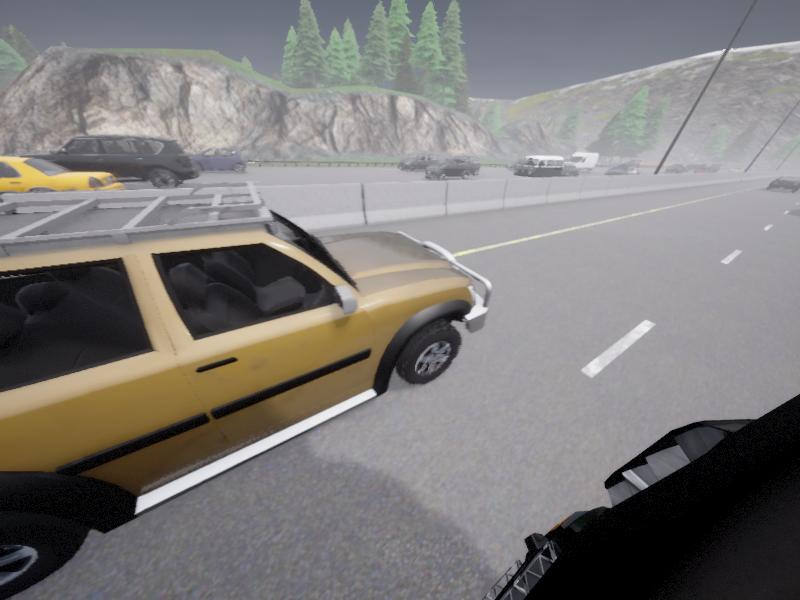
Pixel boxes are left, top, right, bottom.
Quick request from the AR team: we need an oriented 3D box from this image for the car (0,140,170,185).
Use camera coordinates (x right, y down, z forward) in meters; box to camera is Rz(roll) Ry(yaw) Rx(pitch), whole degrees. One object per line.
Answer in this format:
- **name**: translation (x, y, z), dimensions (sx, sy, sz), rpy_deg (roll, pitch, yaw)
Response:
- **car**: translation (-15.514, -6.951, 11.687), dimensions (5.027, 1.651, 2.152), rpy_deg (-17, 38, -27)

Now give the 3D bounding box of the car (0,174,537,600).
- **car**: translation (-1.403, 0.077, 2.021), dimensions (4.605, 1.855, 1.932), rpy_deg (-16, 38, -27)

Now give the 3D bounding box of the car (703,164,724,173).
- **car**: translation (77.062, -32.331, 56.722), dimensions (3.866, 1.878, 1.905), rpy_deg (-17, 38, -27)

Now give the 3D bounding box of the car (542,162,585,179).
- **car**: translation (18.549, -14.716, 26.210), dimensions (4.181, 1.385, 1.994), rpy_deg (-17, 38, -27)

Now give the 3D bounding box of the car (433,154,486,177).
- **car**: translation (5.856, -13.330, 22.871), dimensions (4.611, 1.667, 2.242), rpy_deg (-17, 38, -27)

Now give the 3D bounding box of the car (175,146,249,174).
- **car**: translation (-13.102, -9.897, 16.375), dimensions (3.633, 1.501, 1.845), rpy_deg (-17, 38, -27)

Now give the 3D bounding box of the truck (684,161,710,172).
- **truck**: translation (77.262, -34.740, 60.138), dimensions (6.274, 2.098, 2.390), rpy_deg (-17, 38, -27)

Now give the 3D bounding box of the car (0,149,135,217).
- **car**: translation (-12.084, -3.423, 6.705), dimensions (5.366, 1.575, 1.801), rpy_deg (-17, 38, -27)

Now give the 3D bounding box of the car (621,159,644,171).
- **car**: translation (49.260, -28.591, 48.948), dimensions (3.866, 1.878, 1.905), rpy_deg (-17, 38, -27)

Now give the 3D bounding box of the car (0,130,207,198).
- **car**: translation (-12.219, -5.841, 9.897), dimensions (5.566, 2.045, 2.150), rpy_deg (-17, 38, -27)

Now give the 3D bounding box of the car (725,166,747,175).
- **car**: translation (80.082, -30.823, 54.993), dimensions (5.366, 1.575, 1.801), rpy_deg (-17, 38, -27)

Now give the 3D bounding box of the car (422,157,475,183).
- **car**: translation (3.838, -10.414, 18.450), dimensions (3.705, 1.549, 1.789), rpy_deg (-16, 38, -27)

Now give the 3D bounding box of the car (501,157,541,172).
- **car**: translation (16.780, -18.780, 32.034), dimensions (4.902, 1.511, 2.128), rpy_deg (-17, 38, -27)

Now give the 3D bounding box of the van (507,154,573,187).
- **van**: translation (11.401, -10.598, 18.876), dimensions (4.480, 2.038, 2.069), rpy_deg (-17, 38, -27)

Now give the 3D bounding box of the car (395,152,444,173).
- **car**: translation (2.032, -14.456, 24.260), dimensions (4.611, 1.667, 2.242), rpy_deg (-17, 38, -27)

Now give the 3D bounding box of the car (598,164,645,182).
- **car**: translation (25.157, -14.484, 26.228), dimensions (4.974, 1.542, 2.038), rpy_deg (-17, 38, -27)

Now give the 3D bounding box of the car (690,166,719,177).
- **car**: translation (55.760, -23.556, 42.284), dimensions (4.514, 1.525, 2.007), rpy_deg (-17, 38, -27)

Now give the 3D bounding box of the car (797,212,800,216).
- **car**: translation (24.147, -5.315, 12.321), dimensions (4.856, 1.649, 2.033), rpy_deg (-15, 38, -24)

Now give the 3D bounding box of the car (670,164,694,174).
- **car**: translation (59.088, -27.509, 48.396), dimensions (3.988, 1.617, 1.851), rpy_deg (-17, 38, -27)

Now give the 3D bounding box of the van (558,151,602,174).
- **van**: translation (25.763, -19.609, 33.053), dimensions (5.915, 2.561, 1.988), rpy_deg (-16, 38, -27)

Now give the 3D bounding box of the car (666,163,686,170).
- **car**: translation (74.229, -35.840, 62.146), dimensions (4.902, 1.511, 2.128), rpy_deg (-17, 38, -27)

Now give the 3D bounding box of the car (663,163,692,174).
- **car**: translation (52.885, -25.103, 44.078), dimensions (4.553, 1.767, 2.097), rpy_deg (-17, 38, -27)

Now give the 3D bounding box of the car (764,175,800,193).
- **car**: translation (40.631, -12.194, 24.217), dimensions (4.718, 1.301, 1.895), rpy_deg (-17, 38, -27)

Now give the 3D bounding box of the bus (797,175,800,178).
- **bus**: translation (96.681, -29.814, 52.323), dimensions (10.273, 4.253, 3.944), rpy_deg (-13, 37, -23)
